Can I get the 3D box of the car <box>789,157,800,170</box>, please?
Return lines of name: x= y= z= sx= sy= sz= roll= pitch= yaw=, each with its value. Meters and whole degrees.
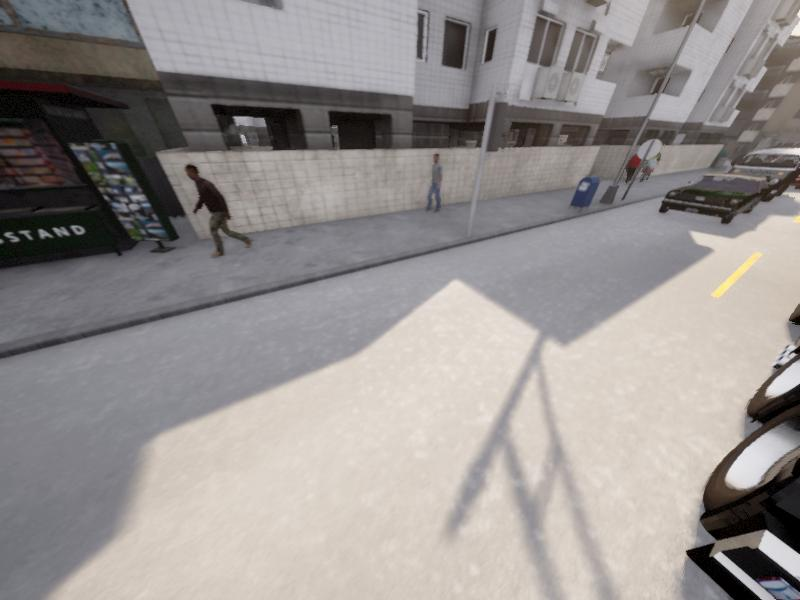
car: x=42.612 y=-13.890 z=23.153 sx=5.357 sy=1.411 sz=2.033 roll=-12 pitch=37 yaw=-17

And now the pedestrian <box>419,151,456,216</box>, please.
pedestrian: x=1.203 y=-3.914 z=7.792 sx=0.751 sy=1.860 sz=0.751 roll=-18 pitch=39 yaw=-24

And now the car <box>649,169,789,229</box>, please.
car: x=11.933 y=-3.949 z=8.662 sx=4.718 sy=1.301 sz=1.895 roll=-18 pitch=39 yaw=-24

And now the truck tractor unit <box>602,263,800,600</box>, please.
truck tractor unit: x=5.111 y=-0.300 z=0.783 sx=6.516 sy=4.208 sz=3.053 roll=-18 pitch=39 yaw=-24

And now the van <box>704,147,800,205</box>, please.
van: x=17.722 y=-6.136 z=11.207 sx=4.480 sy=2.038 sz=2.069 roll=-18 pitch=39 yaw=-24

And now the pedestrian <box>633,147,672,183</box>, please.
pedestrian: x=15.640 y=-8.381 z=14.348 sx=0.751 sy=1.860 sz=0.751 roll=-19 pitch=39 yaw=-25

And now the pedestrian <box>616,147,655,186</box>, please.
pedestrian: x=13.576 y=-7.700 z=13.350 sx=0.751 sy=1.860 sz=0.751 roll=-24 pitch=42 yaw=-31

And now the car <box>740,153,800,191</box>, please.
car: x=24.245 y=-8.097 z=14.411 sx=4.611 sy=1.667 sz=2.242 roll=-18 pitch=39 yaw=-24

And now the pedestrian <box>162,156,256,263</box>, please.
pedestrian: x=-3.844 y=-1.854 z=4.785 sx=0.751 sy=1.860 sz=0.751 roll=28 pitch=43 yaw=33

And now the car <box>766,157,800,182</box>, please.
car: x=29.970 y=-9.827 z=17.280 sx=4.718 sy=1.301 sz=1.895 roll=-18 pitch=39 yaw=-25
